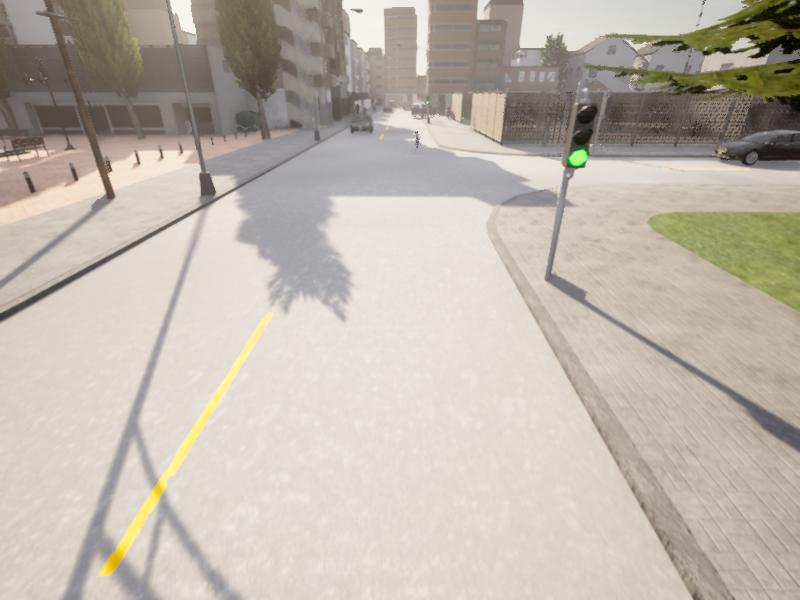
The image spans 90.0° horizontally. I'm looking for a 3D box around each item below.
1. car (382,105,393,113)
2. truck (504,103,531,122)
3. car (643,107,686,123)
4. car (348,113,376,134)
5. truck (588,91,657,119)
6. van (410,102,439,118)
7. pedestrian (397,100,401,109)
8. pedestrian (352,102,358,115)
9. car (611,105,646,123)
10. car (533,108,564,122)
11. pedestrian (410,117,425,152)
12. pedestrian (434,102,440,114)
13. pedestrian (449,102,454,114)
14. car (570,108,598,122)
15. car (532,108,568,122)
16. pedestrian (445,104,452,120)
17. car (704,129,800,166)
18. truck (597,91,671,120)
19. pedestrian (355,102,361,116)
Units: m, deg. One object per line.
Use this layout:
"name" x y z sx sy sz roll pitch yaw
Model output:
"car" -2.504 -39.171 82.064 1.895 1.301 4.718 1 27 1
"truck" 14.821 -23.901 50.923 2.069 2.038 4.478 1 27 1
"car" 32.850 -23.142 49.912 2.242 1.667 4.611 1 27 1
"car" -3.387 -16.071 36.300 2.007 1.525 4.514 0 27 1
"truck" 34.943 -30.775 63.055 8.468 3.827 2.891 1 27 1
"van" 3.681 -28.126 59.270 2.069 2.038 4.480 18 32 37
"pedestrian" -0.321 -47.655 97.475 0.751 1.860 0.751 -11 29 -21
"pedestrian" -7.131 -30.430 63.639 0.751 1.860 0.751 3 27 6
"car" 28.564 -23.391 50.152 1.905 1.878 3.866 1 27 1
"car" 18.777 -23.511 50.861 2.033 1.415 5.357 1 27 1
"pedestrian" 1.012 -9.700 23.474 0.751 1.860 0.751 0 27 -1
"pedestrian" 6.300 -33.031 68.739 0.751 1.860 0.751 -7 28 -14
"pedestrian" 8.640 -32.315 67.349 0.751 1.860 0.751 4 27 7
"car" 23.463 -23.711 51.131 1.845 1.501 3.633 1 27 1
"car" 19.002 -23.500 50.683 3.705 1.547 1.789 1 27 1
"pedestrian" 6.321 -24.415 51.960 0.751 1.860 0.751 2 27 3
"car" 18.462 -7.606 19.906 4.892 1.490 1.837 0 27 0
"truck" 34.644 -28.945 59.489 8.468 3.827 2.891 1 27 1
"pedestrian" -6.480 -29.424 61.678 0.751 1.860 0.751 -2 27 -3
